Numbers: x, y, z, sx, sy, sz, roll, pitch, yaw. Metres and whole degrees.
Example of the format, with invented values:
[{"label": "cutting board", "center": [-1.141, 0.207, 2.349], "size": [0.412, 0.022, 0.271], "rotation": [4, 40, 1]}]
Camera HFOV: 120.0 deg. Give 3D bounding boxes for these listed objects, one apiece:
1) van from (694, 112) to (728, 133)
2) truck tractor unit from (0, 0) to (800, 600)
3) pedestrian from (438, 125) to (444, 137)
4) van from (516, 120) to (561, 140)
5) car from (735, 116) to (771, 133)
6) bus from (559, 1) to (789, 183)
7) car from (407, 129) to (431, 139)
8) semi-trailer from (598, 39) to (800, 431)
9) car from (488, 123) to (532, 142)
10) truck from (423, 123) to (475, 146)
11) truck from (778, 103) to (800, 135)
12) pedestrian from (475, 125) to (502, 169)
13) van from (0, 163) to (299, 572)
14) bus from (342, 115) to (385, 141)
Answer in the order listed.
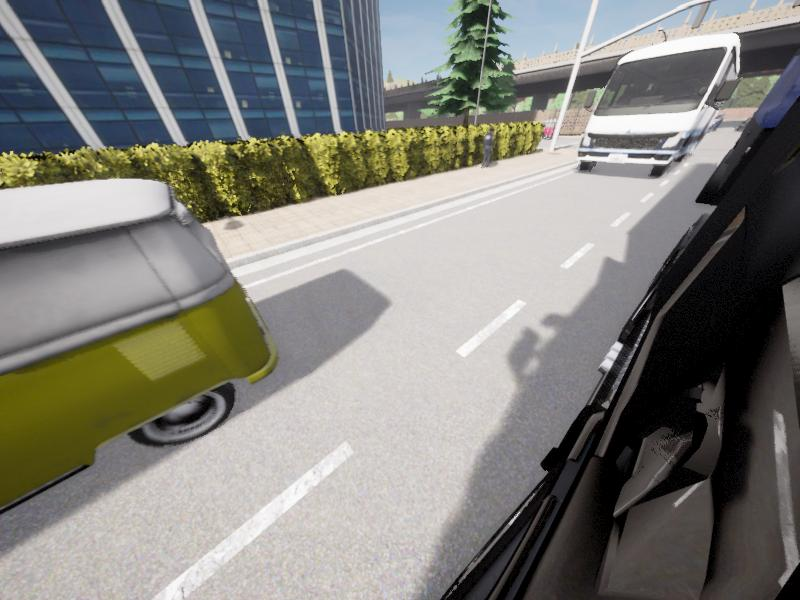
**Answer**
[{"label": "van", "center": [40.700, -23.247, 30.221], "size": [4.442, 1.987, 1.775], "rotation": [-29, 44, -30]}, {"label": "truck tractor unit", "center": [2.645, -0.295, 0.351], "size": [6.516, 4.208, 3.053], "rotation": [-28, 44, -30]}, {"label": "pedestrian", "center": [8.084, -33.345, 45.461], "size": [0.751, 1.860, 0.751], "rotation": [-29, 44, -31]}, {"label": "van", "center": [18.168, -22.509, 30.612], "size": [1.775, 1.987, 4.442], "rotation": [-28, 44, -30]}, {"label": "car", "center": [42.536, -21.243, 27.892], "size": [4.674, 1.442, 1.812], "rotation": [-29, 44, -30]}, {"label": "bus", "center": [12.678, -8.850, 11.065], "size": [10.273, 4.253, 3.944], "rotation": [-27, 43, -31]}, {"label": "car", "center": [3.633, -32.245, 44.862], "size": [2.007, 1.525, 4.514], "rotation": [-28, 44, -30]}, {"label": "semi-trailer", "center": [8.672, -3.634, 4.239], "size": [14.254, 4.402, 2.717], "rotation": [-29, 44, -30]}, {"label": "car", "center": [14.236, -21.853, 30.154], "size": [2.097, 1.767, 4.553], "rotation": [-28, 44, -30]}, {"label": "truck", "center": [6.036, -21.035, 29.346], "size": [2.390, 2.098, 6.274], "rotation": [-28, 44, -30]}, {"label": "truck", "center": [41.397, -18.259, 23.161], "size": [5.204, 2.467, 2.627], "rotation": [-29, 44, -30]}, {"label": "pedestrian", "center": [4.614, -8.008, 12.142], "size": [0.751, 1.860, 0.751], "rotation": [-29, 44, -31]}, {"label": "van", "center": [-3.387, 0.675, 1.324], "size": [4.442, 1.987, 1.775], "rotation": [-28, 44, -30]}, {"label": "bus", "center": [-8.118, -37.923, 50.920], "size": [3.944, 4.253, 10.273], "rotation": [-28, 45, -30]}]
